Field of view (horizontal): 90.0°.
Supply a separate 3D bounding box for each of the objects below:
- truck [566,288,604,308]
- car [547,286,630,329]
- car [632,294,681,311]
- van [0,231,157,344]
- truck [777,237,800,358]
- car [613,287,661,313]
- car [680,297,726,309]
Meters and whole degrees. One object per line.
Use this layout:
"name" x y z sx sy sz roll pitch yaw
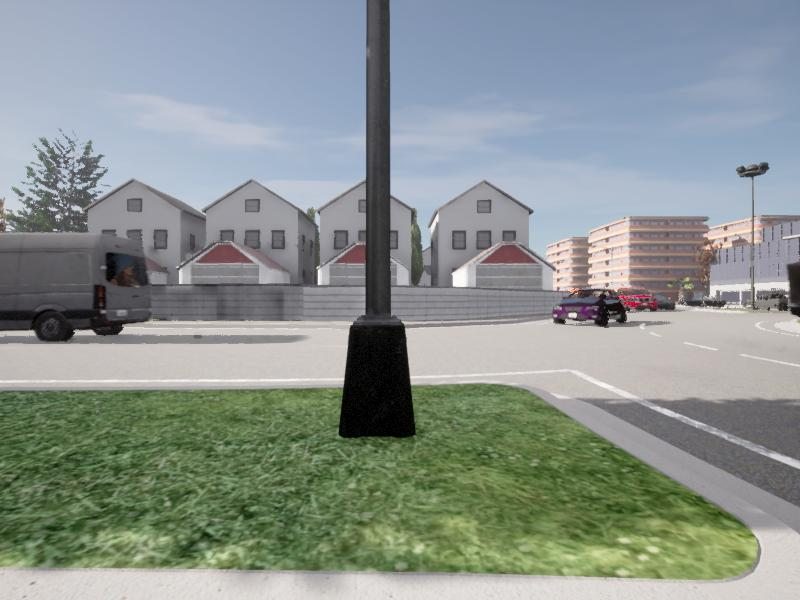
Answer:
"truck" 24.802 -0.241 53.867 2.627 2.467 5.204 0 0 -1
"car" 7.655 0.254 16.031 1.816 1.474 4.193 0 0 43
"car" 24.128 0.223 37.902 2.038 1.542 4.974 0 0 9
"van" -9.653 -0.279 9.998 5.915 2.561 1.988 0 0 -1
"truck" 7.876 -0.057 4.179 2.390 2.098 6.274 0 0 6
"car" 19.829 -0.036 33.784 2.150 2.045 5.566 0 1 16
"car" 36.540 0.344 48.401 1.895 1.301 4.718 0 0 -3
